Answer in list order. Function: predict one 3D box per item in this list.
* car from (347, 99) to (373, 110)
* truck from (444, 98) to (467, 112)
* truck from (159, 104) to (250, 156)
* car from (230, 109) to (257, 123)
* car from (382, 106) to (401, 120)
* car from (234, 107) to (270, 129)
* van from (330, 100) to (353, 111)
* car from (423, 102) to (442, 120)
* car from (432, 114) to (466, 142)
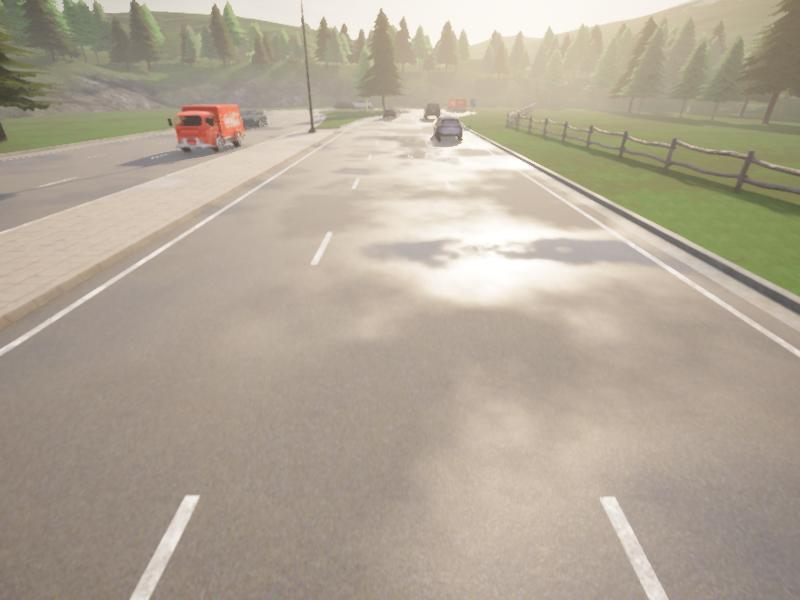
[{"bbox_3d":[-9.140,-44.403,90.885,5.566,2.045,2.150,-5,28,-10],"label":"car"},{"bbox_3d":[11.324,-39.839,81.617,2.627,2.467,5.204,-8,28,-15],"label":"truck"},{"bbox_3d":[-11.390,-10.301,23.940,2.627,2.467,5.204,0,27,0],"label":"truck"},{"bbox_3d":[-19.440,-22.941,49.824,1.895,1.301,4.718,-3,27,-6],"label":"car"},{"bbox_3d":[-1.184,-26.754,57.129,1.837,1.490,4.892,4,28,8],"label":"car"},{"bbox_3d":[-15.110,-18.743,41.114,2.097,1.767,4.553,-1,27,-3],"label":"car"},{"bbox_3d":[-12.540,-42.082,86.401,4.442,1.987,1.775,-17,32,-30],"label":"van"},{"bbox_3d":[4.490,-26.573,56.198,2.150,2.045,5.566,0,27,0],"label":"car"},{"bbox_3d":[3.642,-13.221,30.629,2.033,1.649,4.856,0,27,0],"label":"car"}]
